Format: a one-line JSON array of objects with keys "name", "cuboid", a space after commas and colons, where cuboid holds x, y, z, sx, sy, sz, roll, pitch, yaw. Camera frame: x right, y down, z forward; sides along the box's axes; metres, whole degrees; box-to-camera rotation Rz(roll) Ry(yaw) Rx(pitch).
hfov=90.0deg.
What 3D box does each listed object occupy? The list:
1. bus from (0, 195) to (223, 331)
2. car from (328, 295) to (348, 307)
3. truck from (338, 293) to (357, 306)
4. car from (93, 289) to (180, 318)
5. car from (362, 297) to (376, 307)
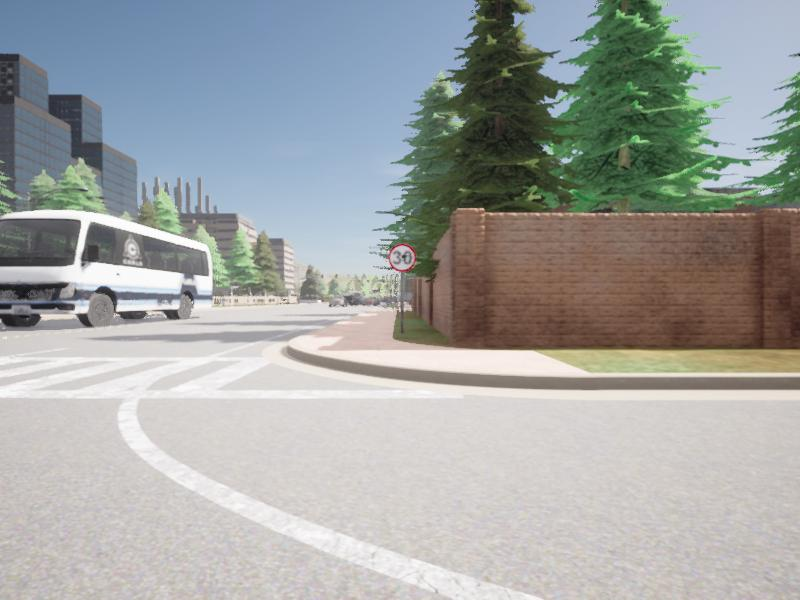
[{"name": "bus", "cuboid": [-12.003, -1.135, 17.640, 3.944, 4.253, 10.273, 0, 0, 0]}, {"name": "car", "cuboid": [-8.830, 0.179, 57.771, 2.152, 1.651, 5.027, 0, 0, 0]}, {"name": "truck", "cuboid": [-8.882, -0.059, 67.778, 2.390, 2.098, 6.274, 0, 0, 0]}, {"name": "car", "cuboid": [-15.658, 0.199, 24.218, 1.801, 1.575, 5.366, 0, 0, 0]}, {"name": "car", "cuboid": [-5.397, 0.317, 70.646, 2.152, 1.651, 5.027, 0, 0, 0]}]
